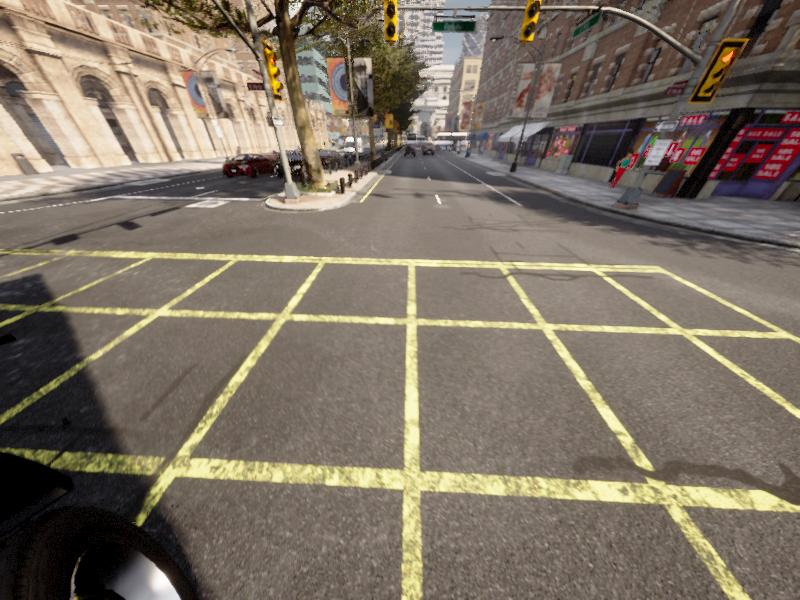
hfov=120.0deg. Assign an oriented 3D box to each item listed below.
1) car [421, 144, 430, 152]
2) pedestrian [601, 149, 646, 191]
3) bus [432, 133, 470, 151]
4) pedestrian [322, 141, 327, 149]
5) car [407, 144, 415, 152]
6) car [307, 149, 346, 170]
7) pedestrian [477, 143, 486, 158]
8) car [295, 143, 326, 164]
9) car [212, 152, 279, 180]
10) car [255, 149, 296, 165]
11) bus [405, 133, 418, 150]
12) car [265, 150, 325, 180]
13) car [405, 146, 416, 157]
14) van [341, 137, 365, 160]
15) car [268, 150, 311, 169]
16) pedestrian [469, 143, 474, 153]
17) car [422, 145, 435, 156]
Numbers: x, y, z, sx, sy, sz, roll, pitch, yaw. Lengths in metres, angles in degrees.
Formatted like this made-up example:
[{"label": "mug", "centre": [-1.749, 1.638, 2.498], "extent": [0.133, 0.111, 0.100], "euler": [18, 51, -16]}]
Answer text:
[{"label": "car", "centre": [6.220, -36.878, 56.167], "extent": [1.845, 1.501, 3.633], "euler": [2, 35, 2]}, {"label": "pedestrian", "centre": [11.763, -6.881, 12.252], "extent": [0.751, 1.860, 0.751], "euler": [4, 35, 5]}, {"label": "bus", "centre": [15.292, -48.075, 70.143], "extent": [10.273, 4.253, 3.944], "euler": [13, 36, 17]}, {"label": "pedestrian", "centre": [-19.374, -39.961, 59.547], "extent": [0.751, 1.860, 0.751], "euler": [-1, 35, -3]}, {"label": "car", "centre": [2.813, -38.507, 58.375], "extent": [2.033, 1.649, 4.856], "euler": [2, 35, 2]}, {"label": "car", "centre": [-7.189, -14.195, 23.203], "extent": [2.033, 1.411, 5.357], "euler": [2, 35, 2]}, {"label": "pedestrian", "centre": [12.558, -22.929, 35.495], "extent": [0.751, 1.860, 0.751], "euler": [1, 35, 0]}, {"label": "car", "centre": [-10.445, -17.435, 27.394], "extent": [1.905, 1.878, 3.866], "euler": [2, 35, 2]}, {"label": "car", "centre": [-11.042, -9.945, 17.002], "extent": [1.994, 1.385, 4.181], "euler": [2, 35, 2]}, {"label": "car", "centre": [-13.789, -16.117, 25.939], "extent": [1.895, 1.301, 4.718], "euler": [2, 35, 2]}, {"label": "bus", "centre": [3.690, -51.581, 75.002], "extent": [3.944, 4.253, 10.273], "euler": [2, 35, 2]}, {"label": "car", "centre": [-7.530, -10.205, 17.302], "extent": [2.038, 1.542, 4.974], "euler": [2, 35, 2]}, {"label": "car", "centre": [1.836, -26.543, 41.158], "extent": [1.837, 1.490, 4.892], "euler": [2, 35, 2]}, {"label": "van", "centre": [-6.593, -21.870, 33.318], "extent": [1.988, 2.561, 5.915], "euler": [2, 34, 2]}, {"label": "car", "centre": [-10.705, -13.963, 22.823], "extent": [1.994, 1.385, 4.181], "euler": [3, 35, 3]}, {"label": "pedestrian", "centre": [15.827, -33.610, 51.017], "extent": [0.751, 1.860, 0.751], "euler": [3, 35, 4]}, {"label": "car", "centre": [5.588, -29.546, 45.545], "extent": [2.038, 1.542, 4.974], "euler": [2, 35, 2]}]
